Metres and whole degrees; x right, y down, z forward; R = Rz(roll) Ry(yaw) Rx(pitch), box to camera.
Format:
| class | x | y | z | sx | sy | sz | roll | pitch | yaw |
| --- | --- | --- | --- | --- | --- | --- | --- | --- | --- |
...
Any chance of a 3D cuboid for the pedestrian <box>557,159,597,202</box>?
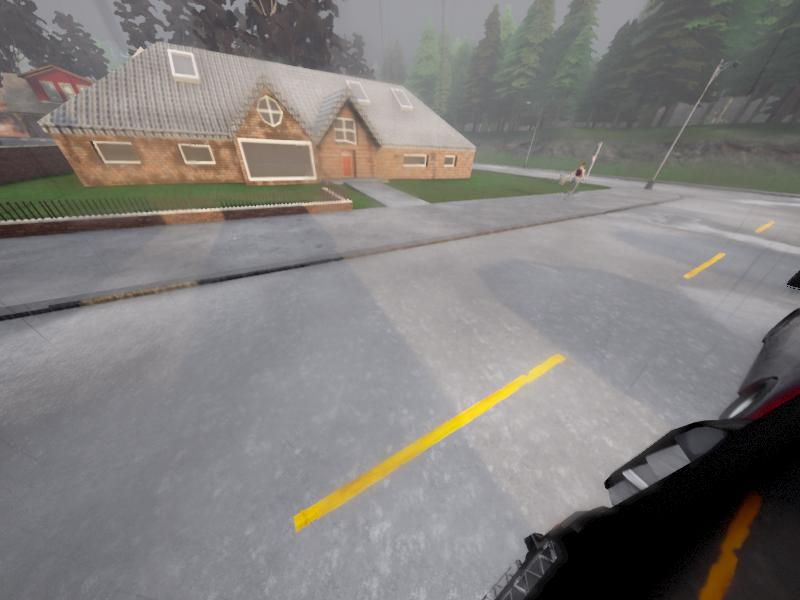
| class | x | y | z | sx | sy | sz | roll | pitch | yaw |
| --- | --- | --- | --- | --- | --- | --- | --- | --- | --- |
| pedestrian | 9.061 | -6.125 | 11.906 | 0.751 | 1.860 | 0.751 | -11 | 36 | -20 |

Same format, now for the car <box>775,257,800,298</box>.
| class | x | y | z | sx | sy | sz | roll | pitch | yaw |
| --- | --- | --- | --- | --- | --- | --- | --- | --- | --- |
| car | 10.097 | -0.864 | 4.653 | 4.193 | 1.474 | 1.816 | -16 | 38 | -26 |

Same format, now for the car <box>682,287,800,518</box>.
| class | x | y | z | sx | sy | sz | roll | pitch | yaw |
| --- | --- | --- | --- | --- | --- | --- | --- | --- | --- |
| car | 4.701 | 0.677 | 1.882 | 3.633 | 1.501 | 1.845 | -16 | 38 | -26 |
